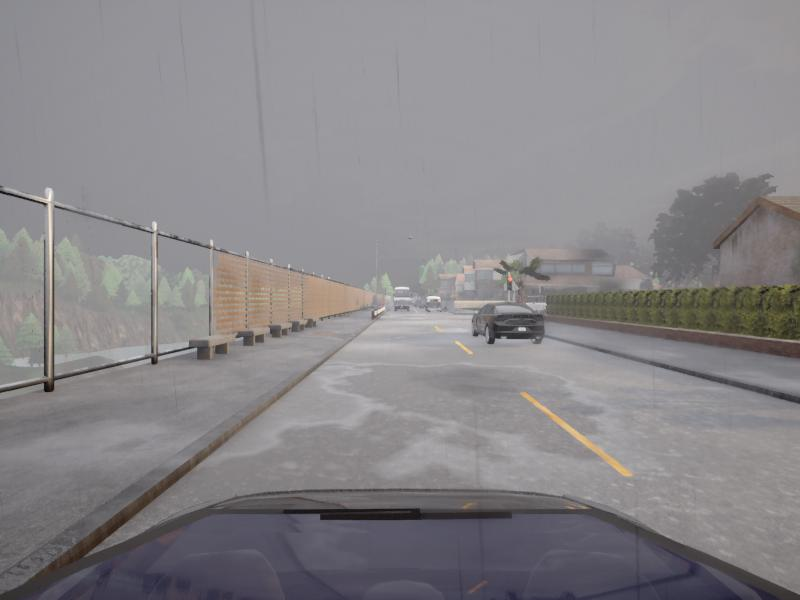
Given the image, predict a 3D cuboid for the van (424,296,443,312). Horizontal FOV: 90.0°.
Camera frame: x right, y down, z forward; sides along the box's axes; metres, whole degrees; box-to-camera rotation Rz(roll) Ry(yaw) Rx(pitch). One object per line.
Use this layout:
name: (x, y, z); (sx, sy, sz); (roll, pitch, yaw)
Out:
van: (4.376, 0.570, 53.228); (2.069, 2.038, 4.480); (0, 0, -1)

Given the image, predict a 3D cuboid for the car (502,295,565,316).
car: (13.224, 0.567, 39.997); (5.566, 2.045, 2.150); (0, 0, 1)

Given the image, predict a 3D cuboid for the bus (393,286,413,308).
bus: (0.551, -0.539, 83.810); (3.944, 4.253, 10.273); (0, 0, 0)

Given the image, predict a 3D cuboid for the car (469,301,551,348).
car: (4.085, 0.823, 15.817); (1.882, 1.535, 5.008); (0, 0, 0)

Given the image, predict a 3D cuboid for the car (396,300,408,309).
car: (0.375, 0.824, 72.797); (2.242, 1.667, 4.611); (0, 0, 0)

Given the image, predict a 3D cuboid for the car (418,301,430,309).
car: (4.380, 0.888, 73.608); (2.033, 1.411, 5.357); (0, 0, 0)

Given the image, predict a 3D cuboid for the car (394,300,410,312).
car: (0.314, 0.781, 57.989); (2.152, 1.651, 5.027); (0, 0, 2)
